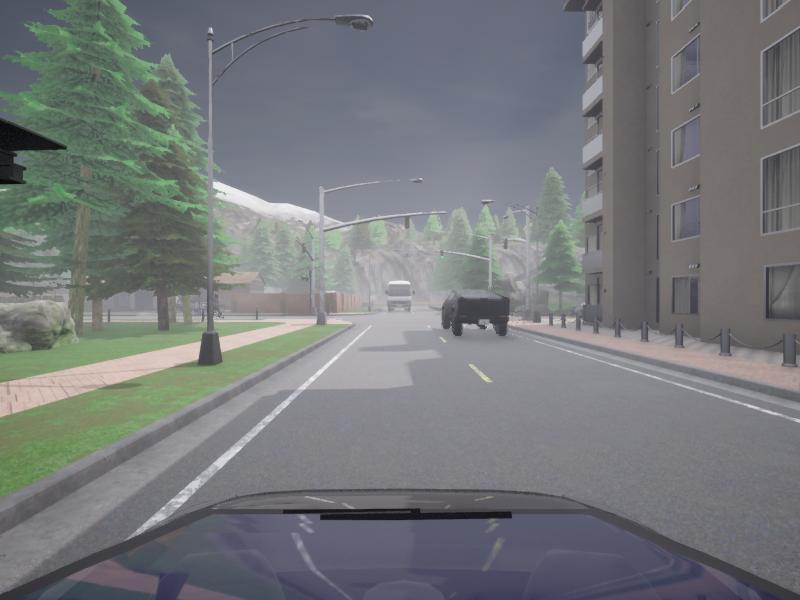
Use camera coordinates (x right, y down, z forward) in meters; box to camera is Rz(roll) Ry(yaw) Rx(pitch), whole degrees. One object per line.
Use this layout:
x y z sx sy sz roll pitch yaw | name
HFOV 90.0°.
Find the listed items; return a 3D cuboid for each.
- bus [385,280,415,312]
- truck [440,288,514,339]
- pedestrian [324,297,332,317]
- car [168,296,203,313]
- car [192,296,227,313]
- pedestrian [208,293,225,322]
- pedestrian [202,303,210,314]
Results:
0.035 -0.534 57.845 3.944 4.253 10.273 0 0 0 | bus
3.471 0.543 19.586 2.390 2.098 6.274 0 0 0 | truck
-6.581 0.624 36.503 0.751 1.860 0.751 0 0 -11 | pedestrian
-24.091 0.505 45.073 1.905 1.878 3.866 0 0 -1 | car
-21.587 0.503 45.523 1.932 1.855 4.605 0 0 -1 | car
-12.012 0.471 26.188 0.751 1.860 0.751 0 0 0 | pedestrian
-20.018 0.856 41.278 0.500 1.100 0.500 0 0 -3 | pedestrian
